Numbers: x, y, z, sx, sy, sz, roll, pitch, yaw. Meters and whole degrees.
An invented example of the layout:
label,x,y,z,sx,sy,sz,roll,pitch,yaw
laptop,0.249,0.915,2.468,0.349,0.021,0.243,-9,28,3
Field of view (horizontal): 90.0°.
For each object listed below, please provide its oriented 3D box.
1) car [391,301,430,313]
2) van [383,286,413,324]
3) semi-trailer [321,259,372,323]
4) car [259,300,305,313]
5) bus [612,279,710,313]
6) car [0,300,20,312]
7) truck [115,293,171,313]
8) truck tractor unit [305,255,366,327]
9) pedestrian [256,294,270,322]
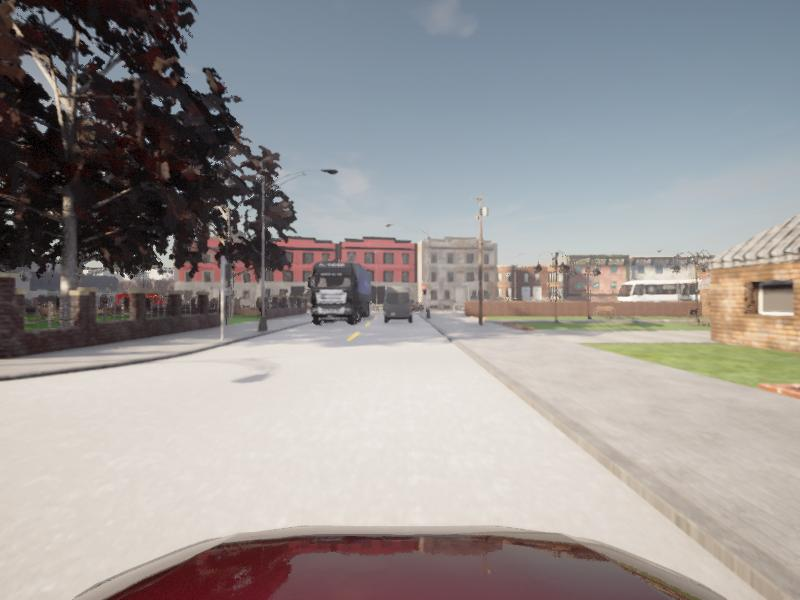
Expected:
label,x,y,z,sx,sy,sz,roll,pitch,yaw
car,1.293,0.879,49.209,4.674,1.442,1.812,0,0,0
van,-0.090,0.328,29.472,1.988,2.561,5.915,0,0,1
semi-trailer,-4.163,-0.610,34.603,2.717,4.402,14.254,0,0,-1
car,-14.451,0.833,49.183,5.008,1.535,1.882,0,0,0
bus,34.409,-0.528,53.113,10.273,4.253,3.944,-1,0,0
car,-53.850,0.789,53.124,4.856,1.649,2.033,0,0,0
truck,-31.536,0.366,49.158,5.204,2.467,2.627,0,0,0
truck tractor unit,-4.068,-0.518,26.691,3.053,4.208,6.516,0,0,-1
pedestrian,-9.266,0.539,27.042,0.751,1.860,0.751,0,0,-3
